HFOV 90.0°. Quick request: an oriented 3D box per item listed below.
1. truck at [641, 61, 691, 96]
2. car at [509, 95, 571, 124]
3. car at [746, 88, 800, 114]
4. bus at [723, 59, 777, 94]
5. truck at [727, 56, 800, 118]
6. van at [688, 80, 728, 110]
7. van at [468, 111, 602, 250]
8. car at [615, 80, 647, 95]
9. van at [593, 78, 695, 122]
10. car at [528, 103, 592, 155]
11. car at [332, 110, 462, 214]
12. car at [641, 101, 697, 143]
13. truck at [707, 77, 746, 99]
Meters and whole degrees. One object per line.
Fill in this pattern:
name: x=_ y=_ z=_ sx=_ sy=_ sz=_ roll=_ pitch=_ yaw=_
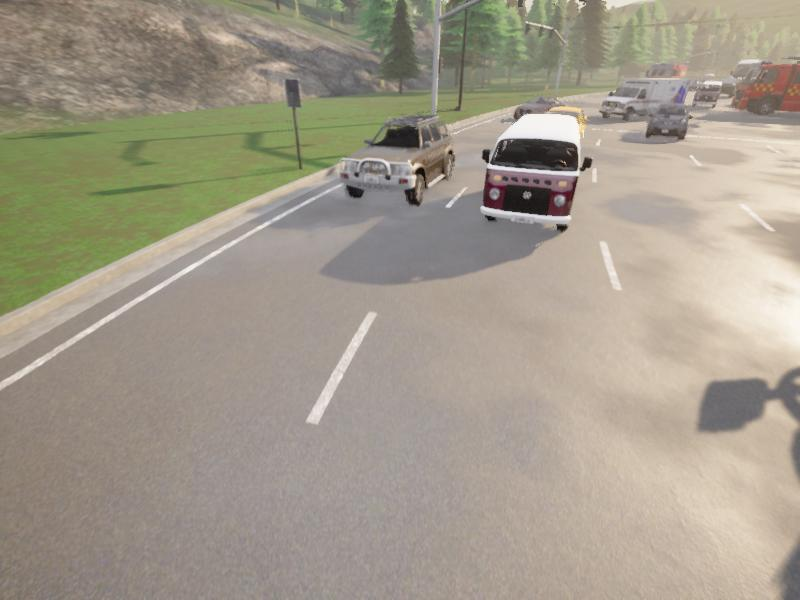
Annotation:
truck: x=35.241 y=-29.347 z=52.933 sx=2.891 sy=3.827 sz=8.468 roll=25 pitch=38 yaw=36
car: x=9.289 y=-12.665 z=26.477 sx=1.994 sy=1.385 sz=4.181 roll=26 pitch=39 yaw=37
car: x=31.789 y=-16.144 z=32.459 sx=5.027 sy=1.651 sz=2.152 roll=12 pitch=32 yaw=18
bus: x=52.289 y=-33.445 z=59.726 sx=3.944 sy=4.253 sz=10.273 roll=25 pitch=39 yaw=36
truck: x=30.077 y=-15.500 z=29.149 sx=8.468 sy=3.827 sz=2.891 roll=13 pitch=32 yaw=20
van: x=27.818 y=-18.537 z=36.075 sx=2.069 sy=2.038 sz=4.480 roll=21 pitch=37 yaw=31
van: x=3.199 y=-3.071 z=9.310 sx=2.069 sy=2.038 sz=4.480 roll=11 pitch=31 yaw=18
car: x=31.242 y=-28.817 z=54.161 sx=2.152 sy=1.651 sz=5.027 roll=25 pitch=38 yaw=35
van: x=16.735 y=-13.829 z=27.511 sx=6.366 sy=2.431 sz=2.351 roll=-14 pitch=33 yaw=-24
car: x=7.323 y=-7.842 z=18.024 sx=1.882 sy=1.535 sz=5.008 roll=14 pitch=33 yaw=22
car: x=0.164 y=-4.064 z=11.131 sx=1.932 sy=1.855 sz=4.605 roll=11 pitch=31 yaw=18
car: x=13.605 y=-9.094 z=20.253 sx=1.845 sy=1.501 sz=3.633 roll=17 pitch=34 yaw=27
truck: x=39.817 y=-25.877 z=48.757 sx=2.390 sy=2.098 sz=6.274 roll=25 pitch=38 yaw=35
